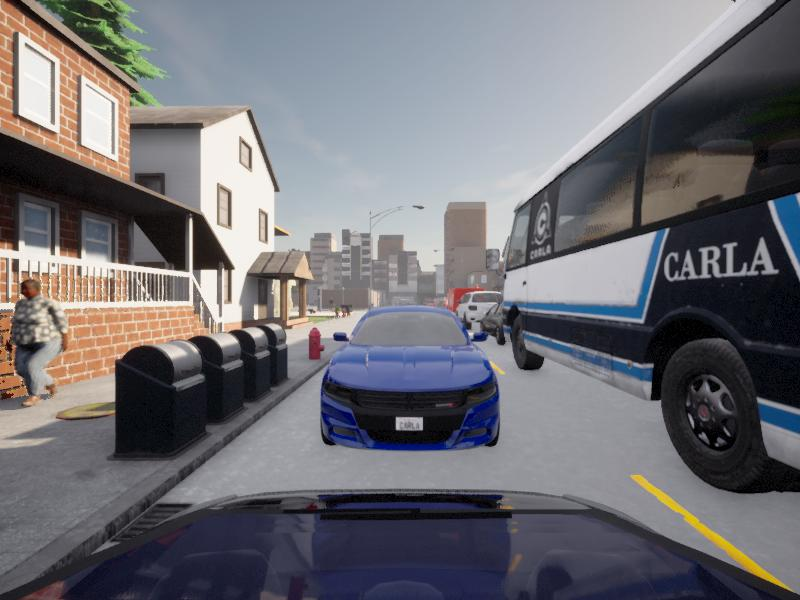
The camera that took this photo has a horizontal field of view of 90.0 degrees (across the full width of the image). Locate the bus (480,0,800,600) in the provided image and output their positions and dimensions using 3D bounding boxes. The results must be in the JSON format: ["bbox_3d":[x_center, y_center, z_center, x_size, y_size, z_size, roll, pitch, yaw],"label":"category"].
[{"bbox_3d":[4.014,-0.532,5.568,3.944,4.253,10.273,0,0,1],"label":"bus"}]

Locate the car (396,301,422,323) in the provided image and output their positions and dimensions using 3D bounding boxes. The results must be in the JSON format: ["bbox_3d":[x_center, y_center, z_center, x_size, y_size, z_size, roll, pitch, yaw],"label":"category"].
[{"bbox_3d":[0.676,0.843,30.114,1.837,1.490,4.892,0,0,1],"label":"car"}]

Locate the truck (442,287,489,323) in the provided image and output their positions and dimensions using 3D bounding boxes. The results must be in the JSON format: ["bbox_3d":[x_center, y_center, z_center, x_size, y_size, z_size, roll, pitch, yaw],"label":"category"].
[{"bbox_3d":[4.794,0.357,30.240,2.627,2.467,5.204,0,0,0],"label":"truck"}]

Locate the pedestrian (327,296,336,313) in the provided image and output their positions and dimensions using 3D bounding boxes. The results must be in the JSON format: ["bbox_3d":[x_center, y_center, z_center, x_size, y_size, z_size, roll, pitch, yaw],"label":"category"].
[{"bbox_3d":[-8.009,0.525,46.732,0.751,1.860,0.751,0,0,20],"label":"pedestrian"}]

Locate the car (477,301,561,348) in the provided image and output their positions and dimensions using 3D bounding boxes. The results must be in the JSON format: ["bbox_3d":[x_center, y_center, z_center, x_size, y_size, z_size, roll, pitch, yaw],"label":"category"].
[{"bbox_3d":[4.358,0.828,15.497,2.007,1.525,4.514,0,0,1],"label":"car"}]

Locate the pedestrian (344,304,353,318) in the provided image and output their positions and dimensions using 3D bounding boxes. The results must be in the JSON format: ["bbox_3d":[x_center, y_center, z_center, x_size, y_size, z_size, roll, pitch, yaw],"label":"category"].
[{"bbox_3d":[-4.216,0.905,32.792,0.500,1.100,0.500,0,0,18],"label":"pedestrian"}]

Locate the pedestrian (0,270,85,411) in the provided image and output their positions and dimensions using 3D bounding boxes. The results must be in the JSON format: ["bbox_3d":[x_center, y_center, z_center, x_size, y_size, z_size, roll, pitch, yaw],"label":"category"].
[{"bbox_3d":[-5.107,0.533,5.637,0.751,1.860,0.751,0,0,1],"label":"pedestrian"}]

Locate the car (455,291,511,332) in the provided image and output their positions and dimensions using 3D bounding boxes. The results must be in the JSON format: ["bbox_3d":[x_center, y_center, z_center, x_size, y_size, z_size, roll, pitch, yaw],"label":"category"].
[{"bbox_3d":[4.537,0.568,22.777,2.150,2.045,5.566,0,0,1],"label":"car"}]

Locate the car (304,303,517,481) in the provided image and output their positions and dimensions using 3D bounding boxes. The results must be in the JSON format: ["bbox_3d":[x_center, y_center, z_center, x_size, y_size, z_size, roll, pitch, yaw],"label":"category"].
[{"bbox_3d":[0.148,0.823,6.037,1.882,1.535,5.008,0,0,1],"label":"car"}]
